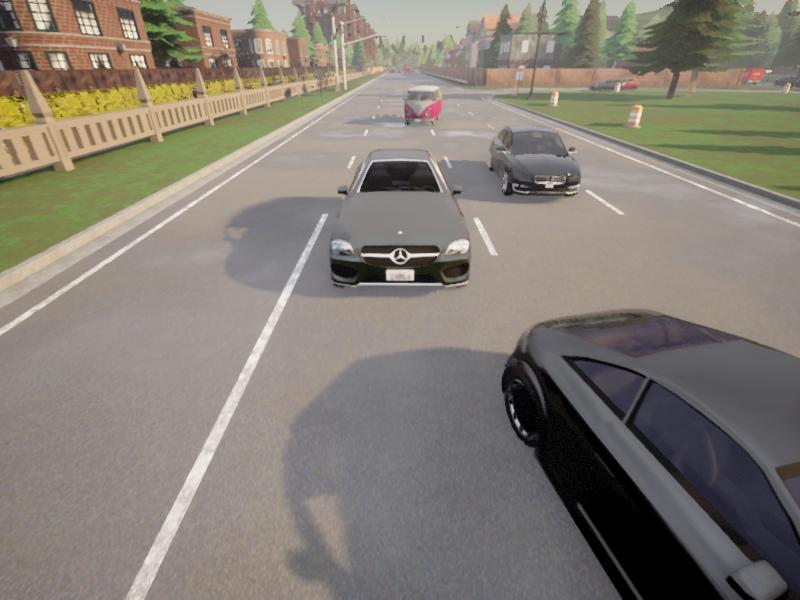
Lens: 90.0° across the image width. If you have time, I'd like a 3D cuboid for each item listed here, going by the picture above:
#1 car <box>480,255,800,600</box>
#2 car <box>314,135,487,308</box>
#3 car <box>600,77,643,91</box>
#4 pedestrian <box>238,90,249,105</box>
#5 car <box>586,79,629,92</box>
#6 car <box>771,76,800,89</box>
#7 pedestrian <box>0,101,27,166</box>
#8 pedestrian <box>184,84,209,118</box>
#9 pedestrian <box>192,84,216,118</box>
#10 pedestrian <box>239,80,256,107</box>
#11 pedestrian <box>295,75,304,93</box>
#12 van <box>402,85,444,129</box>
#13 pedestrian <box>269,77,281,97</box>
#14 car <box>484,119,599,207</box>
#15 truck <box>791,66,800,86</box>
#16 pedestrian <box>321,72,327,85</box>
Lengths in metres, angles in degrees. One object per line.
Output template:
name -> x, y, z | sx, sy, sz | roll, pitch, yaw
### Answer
car -> 2.321, 1.277, 2.452 | 1.994, 1.385, 4.181 | -7, 31, -11
car -> -0.002, -1.862, 7.558 | 2.152, 1.651, 5.027 | 0, 30, 0
car -> 31.300, -30.612, 56.695 | 4.611, 1.667, 2.242 | -3, 30, -4
pedestrian -> -13.322, -17.287, 34.079 | 0.500, 1.100, 0.500 | 0, 30, 1
car -> 27.731, -28.699, 53.514 | 4.514, 1.525, 2.007 | -4, 31, -7
car -> 61.640, -34.236, 62.856 | 2.242, 1.667, 4.611 | 0, 30, 0
pedestrian -> -13.315, -5.439, 13.092 | 0.751, 1.860, 0.751 | 0, 30, -1
pedestrian -> -12.838, -12.593, 25.313 | 0.751, 1.860, 0.751 | 4, 31, 6
pedestrian -> -12.235, -12.411, 25.000 | 0.751, 1.860, 0.751 | -1, 30, -1
pedestrian -> -12.187, -16.540, 32.048 | 0.751, 1.860, 0.751 | 0, 30, 0
pedestrian -> -12.162, -26.099, 48.367 | 0.751, 1.860, 0.751 | -1, 30, -2
van -> 1.409, -11.487, 23.629 | 1.775, 1.987, 4.442 | 6, 31, 10
pedestrian -> -12.964, -22.174, 41.667 | 0.751, 1.860, 0.751 | 1, 30, 1
car -> 3.767, -4.200, 11.676 | 1.837, 1.490, 4.892 | 2, 30, 3
truck -> 68.648, -36.271, 64.052 | 2.891, 3.827, 8.468 | 0, 30, 0
pedestrian -> -13.205, -38.376, 69.326 | 0.751, 1.860, 0.751 | 0, 30, 0
